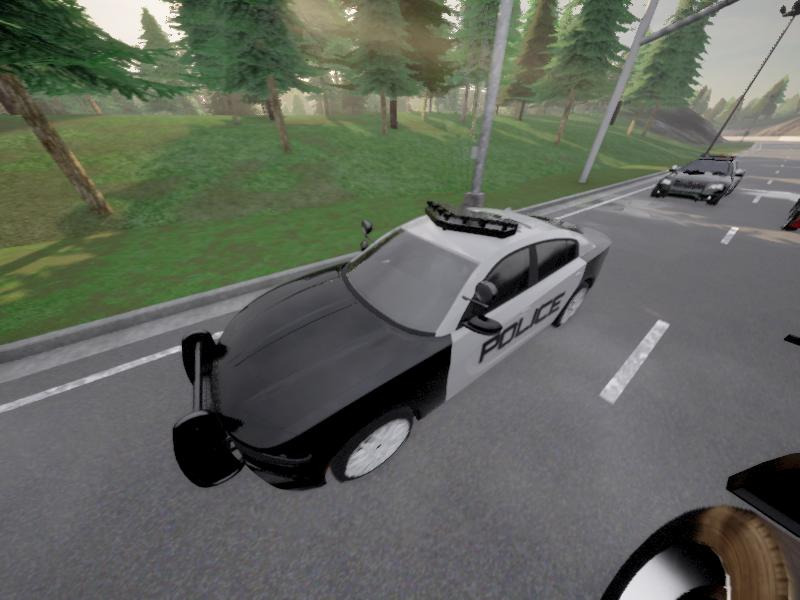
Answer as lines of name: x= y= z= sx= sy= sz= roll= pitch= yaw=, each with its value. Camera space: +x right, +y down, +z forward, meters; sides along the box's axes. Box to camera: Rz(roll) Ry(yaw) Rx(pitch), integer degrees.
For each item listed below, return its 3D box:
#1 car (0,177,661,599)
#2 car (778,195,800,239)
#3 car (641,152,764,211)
car: x=0.549 y=-0.214 z=2.773 sx=5.238 sy=1.638 sz=1.930 roll=-22 pitch=41 yaw=-28
car: x=12.554 y=-2.550 z=6.180 sx=4.181 sy=1.385 sz=1.994 roll=-22 pitch=41 yaw=-28
car: x=12.771 y=-5.175 z=9.747 sx=4.974 sy=1.542 sz=2.038 roll=-22 pitch=41 yaw=-28
